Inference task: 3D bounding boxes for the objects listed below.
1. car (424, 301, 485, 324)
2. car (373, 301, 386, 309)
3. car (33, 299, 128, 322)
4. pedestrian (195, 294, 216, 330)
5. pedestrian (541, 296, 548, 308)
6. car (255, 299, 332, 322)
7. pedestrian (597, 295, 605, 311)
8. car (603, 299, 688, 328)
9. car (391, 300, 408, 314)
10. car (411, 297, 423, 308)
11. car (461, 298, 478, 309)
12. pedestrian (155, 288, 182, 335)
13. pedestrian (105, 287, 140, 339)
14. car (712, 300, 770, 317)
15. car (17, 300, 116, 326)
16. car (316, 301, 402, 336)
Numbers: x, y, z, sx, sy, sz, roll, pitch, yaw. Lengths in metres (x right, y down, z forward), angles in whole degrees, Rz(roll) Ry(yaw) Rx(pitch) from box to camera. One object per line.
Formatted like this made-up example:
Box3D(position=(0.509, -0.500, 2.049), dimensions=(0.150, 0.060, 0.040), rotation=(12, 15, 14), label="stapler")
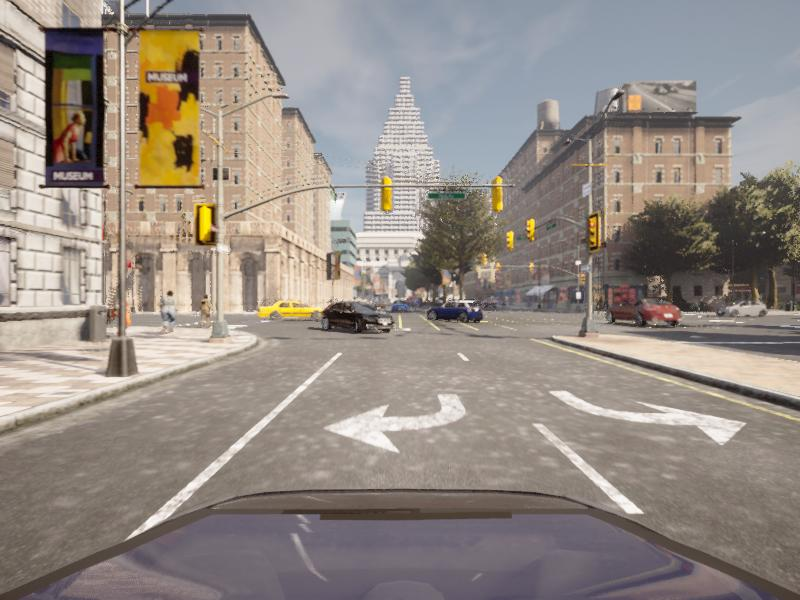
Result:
Box3D(position=(3.797, 0.802, 28.189), dimensions=(3.806, 1.475, 1.970), rotation=(0, 0, 41), label="car")
Box3D(position=(-3.307, 0.823, 65.659), dimensions=(1.895, 1.301, 4.718), rotation=(0, 0, 0), label="car")
Box3D(position=(-22.701, 0.720, 28.599), dimensions=(5.238, 1.638, 1.930), rotation=(0, 0, 0), label="car")
Box3D(position=(-10.241, 0.599, 21.089), dimensions=(0.751, 1.860, 0.751), rotation=(0, 0, -7), label="pedestrian")
Box3D(position=(22.714, 0.374, 63.086), dimensions=(0.751, 1.860, 0.751), rotation=(0, 0, -13), label="pedestrian")
Box3D(position=(-7.787, 0.747, 29.629), dimensions=(5.366, 1.575, 1.801), rotation=(0, 0, -11), label="car")
Box3D(position=(23.779, 0.401, 47.317), dimensions=(0.751, 1.860, 0.751), rotation=(0, 0, 29), label="pedestrian")
Box3D(position=(14.974, 0.736, 24.822), dimensions=(2.152, 1.651, 5.027), rotation=(0, 0, 0), label="car")
Box3D(position=(-0.031, 0.741, 46.355), dimensions=(1.882, 1.535, 5.008), rotation=(0, 0, 0), label="car")
Box3D(position=(3.430, 0.432, 79.630), dimensions=(2.150, 2.045, 5.566), rotation=(0, 0, 0), label="car")
Box3D(position=(11.441, 0.538, 66.317), dimensions=(1.932, 1.855, 4.605), rotation=(0, 1, 0), label="car")
Box3D(position=(-9.497, 0.455, 16.422), dimensions=(0.751, 1.860, 0.751), rotation=(0, 0, -8), label="pedestrian")
Box3D(position=(-10.213, 0.458, 14.759), dimensions=(0.751, 1.860, 0.751), rotation=(0, 0, 11), label="pedestrian")
Box3D(position=(30.573, 0.761, 35.943), dimensions=(3.633, 1.501, 1.845), rotation=(0, 0, 0), label="car")
Box3D(position=(-20.796, 0.783, 25.113), dimensions=(4.514, 1.525, 2.007), rotation=(0, 0, 0), label="car")
Box3D(position=(-2.167, 0.808, 19.779), dimensions=(1.837, 1.490, 4.892), rotation=(1, -1, -39), label="car")
